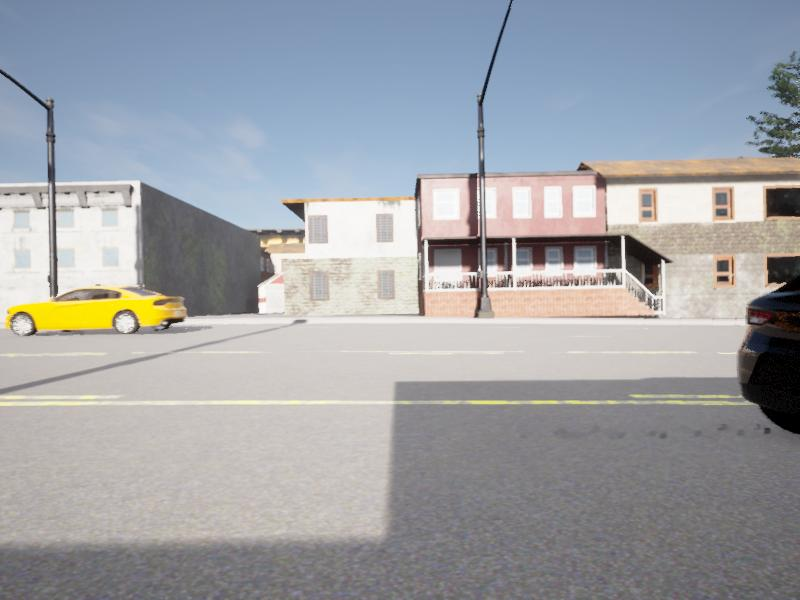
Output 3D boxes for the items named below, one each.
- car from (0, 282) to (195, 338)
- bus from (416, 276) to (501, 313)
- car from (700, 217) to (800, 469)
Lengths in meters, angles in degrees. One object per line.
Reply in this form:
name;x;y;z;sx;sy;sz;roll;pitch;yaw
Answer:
car;-9.505;0.297;12.692;5.008;1.535;1.882;-1;0;0
bus;7.233;-0.584;50.943;3.944;4.253;10.273;-1;0;-45
car;4.438;0.268;2.205;4.193;1.474;1.816;0;0;0
